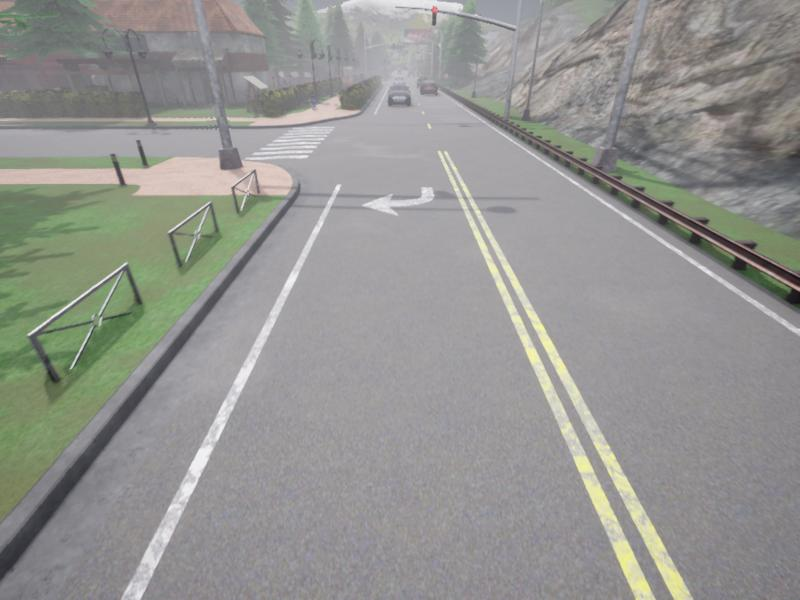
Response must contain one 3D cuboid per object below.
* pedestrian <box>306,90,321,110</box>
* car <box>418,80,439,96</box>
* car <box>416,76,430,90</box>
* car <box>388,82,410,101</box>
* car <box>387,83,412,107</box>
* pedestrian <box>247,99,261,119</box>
[{"bbox_3d":[-6.360,-14.687,29.383,0.751,1.300,0.751,2,30,3],"label":"pedestrian"},{"bbox_3d":[3.421,-25.675,48.294,2.163,1.488,4.792,0,30,0],"label":"car"},{"bbox_3d":[3.407,-32.752,60.310,1.851,1.617,3.988,0,30,0],"label":"car"},{"bbox_3d":[-0.069,-21.513,41.165,2.128,1.511,4.902,0,30,0],"label":"car"},{"bbox_3d":[-0.062,-18.097,35.227,2.033,1.649,4.856,0,30,0],"label":"car"},{"bbox_3d":[-9.557,-12.518,26.201,0.500,1.100,0.500,2,30,3],"label":"pedestrian"}]
